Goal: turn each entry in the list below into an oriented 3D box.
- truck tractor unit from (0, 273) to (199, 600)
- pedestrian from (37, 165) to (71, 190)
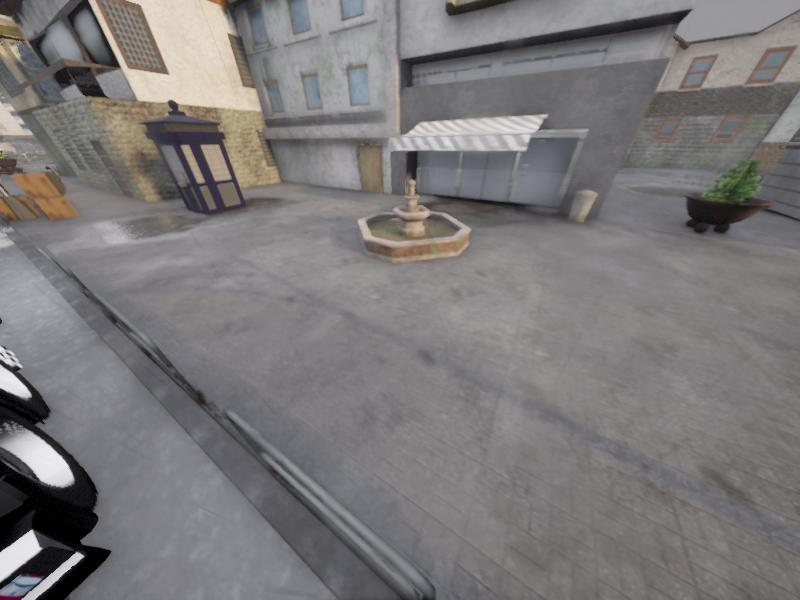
[{"bbox_3d":[-5.126,-0.286,0.755,6.516,4.208,3.053,18,39,23],"label":"truck tractor unit"},{"bbox_3d":[-18.623,-6.592,12.446,0.500,1.100,0.500,19,39,25],"label":"pedestrian"}]
